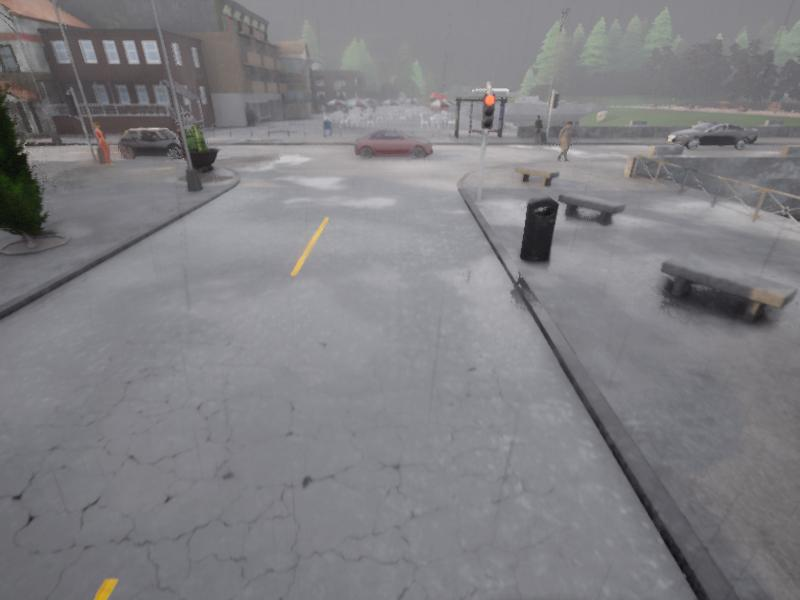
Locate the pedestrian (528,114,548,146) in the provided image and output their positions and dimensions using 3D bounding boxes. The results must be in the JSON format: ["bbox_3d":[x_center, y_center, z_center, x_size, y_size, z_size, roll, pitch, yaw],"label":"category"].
[{"bbox_3d":[8.964,-11.090,26.067,0.751,1.860,0.751,-4,27,-8],"label":"pedestrian"}]

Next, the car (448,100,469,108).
[{"bbox_3d":[14.804,-49.759,101.510,4.856,1.649,2.033,0,27,0],"label":"car"}]

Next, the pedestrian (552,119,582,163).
[{"bbox_3d":[7.870,-7.539,18.921,0.751,1.860,0.751,-4,28,-8],"label":"pedestrian"}]

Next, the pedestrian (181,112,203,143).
[{"bbox_3d":[-14.039,-11.667,27.021,0.751,1.860,0.751,-19,33,-32],"label":"pedestrian"}]

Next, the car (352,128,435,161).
[{"bbox_3d":[-0.355,-8.272,21.204,4.181,1.385,1.994,-1,27,-2],"label":"car"}]

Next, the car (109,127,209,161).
[{"bbox_3d":[-12.619,-8.306,21.184,3.806,1.475,1.970,1,27,1],"label":"car"}]

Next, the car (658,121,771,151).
[{"bbox_3d":[19.142,-10.128,24.607,4.902,1.511,2.128,0,27,1],"label":"car"}]

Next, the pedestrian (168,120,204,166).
[{"bbox_3d":[-9.667,-7.096,18.125,0.751,1.860,0.751,8,28,15],"label":"pedestrian"}]

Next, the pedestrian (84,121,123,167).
[{"bbox_3d":[-13.303,-7.012,17.972,0.751,1.860,0.751,22,34,36],"label":"pedestrian"}]
